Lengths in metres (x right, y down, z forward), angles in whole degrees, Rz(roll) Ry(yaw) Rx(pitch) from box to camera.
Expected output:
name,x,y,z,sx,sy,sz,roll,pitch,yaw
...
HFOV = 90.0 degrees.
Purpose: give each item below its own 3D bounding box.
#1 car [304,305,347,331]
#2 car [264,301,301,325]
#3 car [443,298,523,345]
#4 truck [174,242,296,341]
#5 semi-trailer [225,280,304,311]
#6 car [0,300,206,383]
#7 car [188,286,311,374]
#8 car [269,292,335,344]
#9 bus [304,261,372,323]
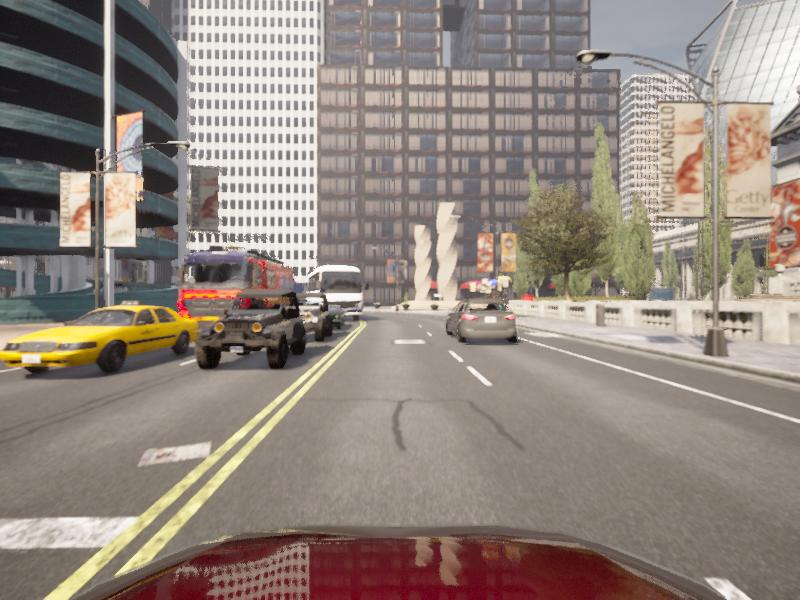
name,x,y,z,sx,sy,sz,roll,pitch,yaw
car,-4.125,0.939,22.744,1.895,1.301,4.718,0,0,-4
car,-8.195,0.820,28.253,2.038,1.542,4.974,0,0,-11
car,3.180,0.752,16.428,2.242,1.667,4.611,0,0,-2
truck,-7.431,-0.325,19.629,2.891,3.827,8.468,0,0,-3
semi-trailer,-21.150,-0.638,61.705,14.254,4.402,2.717,0,-1,29
car,-7.159,0.800,10.370,1.801,1.575,5.366,0,0,-2
car,-3.674,0.644,10.553,1.905,1.878,3.866,0,0,-2
car,-3.854,0.642,16.434,1.905,1.878,3.866,0,0,-2
bus,-5.535,-0.540,33.346,3.944,4.253,10.273,0,0,-18
